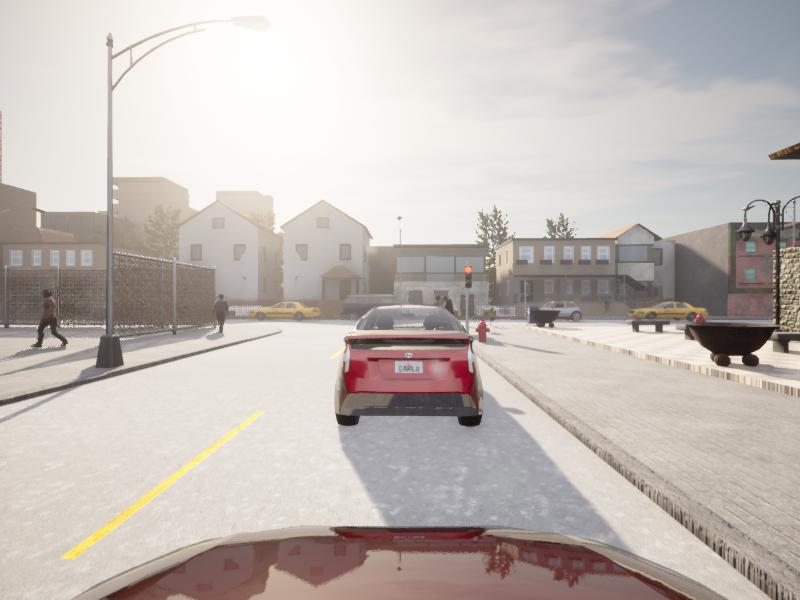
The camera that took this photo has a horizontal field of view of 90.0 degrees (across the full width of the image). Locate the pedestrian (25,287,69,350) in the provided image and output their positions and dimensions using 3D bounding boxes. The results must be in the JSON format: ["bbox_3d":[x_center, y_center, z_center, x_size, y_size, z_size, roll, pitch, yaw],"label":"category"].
[{"bbox_3d":[-10.822,0.536,12.295,0.751,1.860,0.751,0,0,-14],"label":"pedestrian"}]

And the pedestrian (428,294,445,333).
[{"bbox_3d":[1.772,0.637,19.284,0.751,1.860,0.751,0,0,10],"label":"pedestrian"}]

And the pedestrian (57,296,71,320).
[{"bbox_3d":[-27.406,0.637,32.597,0.751,1.860,0.751,0,0,40],"label":"pedestrian"}]

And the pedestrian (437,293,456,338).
[{"bbox_3d":[2.005,0.637,17.109,0.751,1.860,0.751,0,0,11],"label":"pedestrian"}]

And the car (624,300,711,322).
[{"bbox_3d":[20.071,0.801,30.172,5.366,1.575,1.801,0,0,1],"label":"car"}]

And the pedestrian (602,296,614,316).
[{"bbox_3d":[18.713,0.533,35.990,0.751,1.860,0.751,0,0,-2],"label":"pedestrian"}]

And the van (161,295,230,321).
[{"bbox_3d":[-15.702,0.598,30.885,4.442,1.987,1.775,0,0,2],"label":"van"}]

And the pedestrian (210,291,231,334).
[{"bbox_3d":[-8.030,0.534,17.919,0.751,1.860,0.751,0,0,-13],"label":"pedestrian"}]

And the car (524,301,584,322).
[{"bbox_3d":[11.638,0.853,30.357,3.806,1.475,1.970,0,0,1],"label":"car"}]

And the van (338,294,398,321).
[{"bbox_3d":[-2.387,0.596,30.666,4.442,1.987,1.775,0,0,1],"label":"van"}]

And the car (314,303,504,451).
[{"bbox_3d":[0.137,0.828,6.489,2.007,1.525,4.514,0,0,1],"label":"car"}]

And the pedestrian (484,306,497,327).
[{"bbox_3d":[5.001,0.905,22.054,0.500,1.100,0.500,0,0,-43],"label":"pedestrian"}]

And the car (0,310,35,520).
[{"bbox_3d":[-4.006,0.836,0.742,2.128,1.511,4.902,0,0,1],"label":"car"}]

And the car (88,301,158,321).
[{"bbox_3d":[-21.462,0.854,31.059,4.193,1.474,1.816,0,0,1],"label":"car"}]

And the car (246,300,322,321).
[{"bbox_3d":[-8.855,0.801,30.810,5.366,1.575,1.801,0,0,1],"label":"car"}]
